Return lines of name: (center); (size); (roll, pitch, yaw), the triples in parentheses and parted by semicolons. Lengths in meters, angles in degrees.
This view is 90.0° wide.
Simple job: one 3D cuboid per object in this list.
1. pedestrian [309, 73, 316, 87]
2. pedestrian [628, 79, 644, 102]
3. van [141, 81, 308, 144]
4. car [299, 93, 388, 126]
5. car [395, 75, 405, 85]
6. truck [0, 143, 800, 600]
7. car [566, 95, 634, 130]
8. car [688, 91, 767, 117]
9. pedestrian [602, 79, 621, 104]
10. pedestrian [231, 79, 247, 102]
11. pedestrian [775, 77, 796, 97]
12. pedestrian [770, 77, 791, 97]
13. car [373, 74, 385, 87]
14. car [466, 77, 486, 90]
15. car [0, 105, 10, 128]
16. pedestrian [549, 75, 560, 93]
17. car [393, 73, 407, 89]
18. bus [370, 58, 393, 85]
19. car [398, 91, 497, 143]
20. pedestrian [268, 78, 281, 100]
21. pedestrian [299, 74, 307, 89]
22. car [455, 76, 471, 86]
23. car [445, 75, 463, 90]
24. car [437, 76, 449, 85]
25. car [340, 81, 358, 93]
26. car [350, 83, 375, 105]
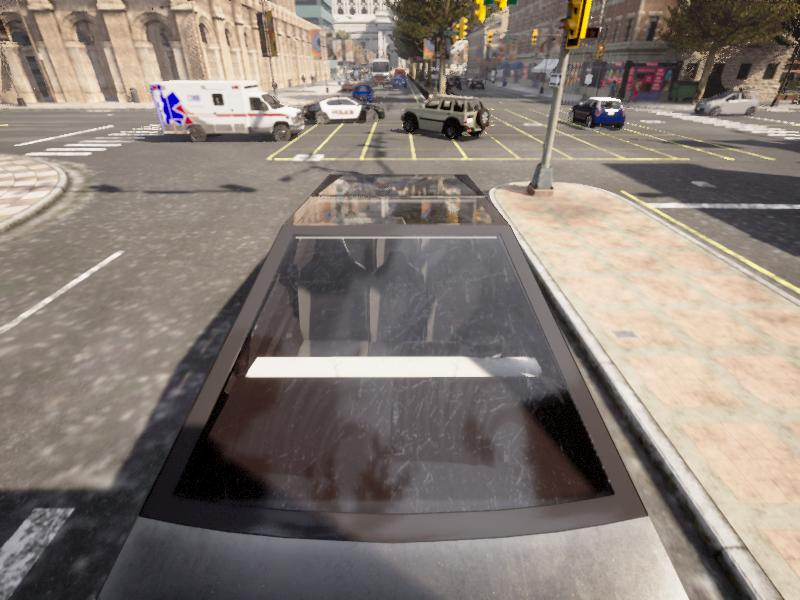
pedestrian: (-13.763, -34.574, 62.942); (0.751, 1.860, 0.751); (0, 30, -1)
pedestrian: (21.925, -19.463, 37.107); (0.751, 1.860, 0.751); (19, 35, 29)
van: (-7.810, -8.764, 18.588); (6.366, 2.431, 2.351); (0, 30, 0)
car: (-3.451, -11.738, 24.564); (4.974, 1.542, 2.038); (-10, 32, -16)
car: (-0.024, -41.307, 75.028); (1.930, 1.638, 5.238); (0, 30, 0)
truck: (-0.025, 0.171, 3.669); (2.390, 2.098, 6.274); (0, 30, 0)
car: (11.475, -10.982, 23.328); (1.970, 1.475, 3.806); (0, 30, 0)
car: (22.853, -13.761, 28.032); (3.633, 1.501, 1.845); (0, 30, 0)
pedestrian: (18.623, -18.348, 35.198); (0.751, 1.860, 0.751); (-10, 32, -16)
pedestrian: (-14.859, -19.364, 36.928); (0.751, 1.860, 0.751); (12, 32, 19)
pedestrian: (41.261, -22.831, 42.870); (0.751, 1.860, 0.751); (-8, 31, -14)
pedestrian: (40.659, -22.786, 42.793); (0.751, 1.860, 0.751); (-9, 32, -15)
car: (-3.525, -36.982, 67.403); (1.905, 1.878, 3.866); (0, 30, 0)
car: (11.476, -32.822, 60.582); (2.038, 1.542, 4.974); (0, 30, 0)
car: (-24.835, -10.160, 21.722); (4.611, 1.667, 2.242); (0, 30, 0)
pedestrian: (19.269, -26.943, 49.898); (0.751, 1.860, 0.751); (0, 30, 1)
car: (-0.024, -34.376, 62.779); (2.150, 2.045, 5.566); (0, 30, 0)
bus: (-3.403, -43.842, 76.769); (3.944, 4.253, 10.273); (0, 30, 0)
car: (2.197, -9.191, 19.872); (1.932, 1.855, 4.605); (-25, 39, -36)
pedestrian: (-12.274, -20.706, 39.224); (0.751, 1.860, 0.751); (3, 30, 6)
pedestrian: (-14.036, -31.765, 58.138); (0.751, 1.860, 0.751); (2, 30, 4)
car: (11.476, -40.219, 73.367); (2.128, 1.511, 4.902); (0, 30, 0)
car: (7.976, -32.381, 59.530); (1.932, 1.855, 4.605); (0, 30, 0)
car: (7.974, -41.168, 74.947); (1.816, 1.474, 4.193); (0, 30, 0)
car: (-6.774, -28.693, 53.785); (1.895, 1.301, 4.718); (0, 30, 0)
car: (-3.511, -19.727, 38.222); (1.882, 1.535, 5.008); (0, 30, 0)
